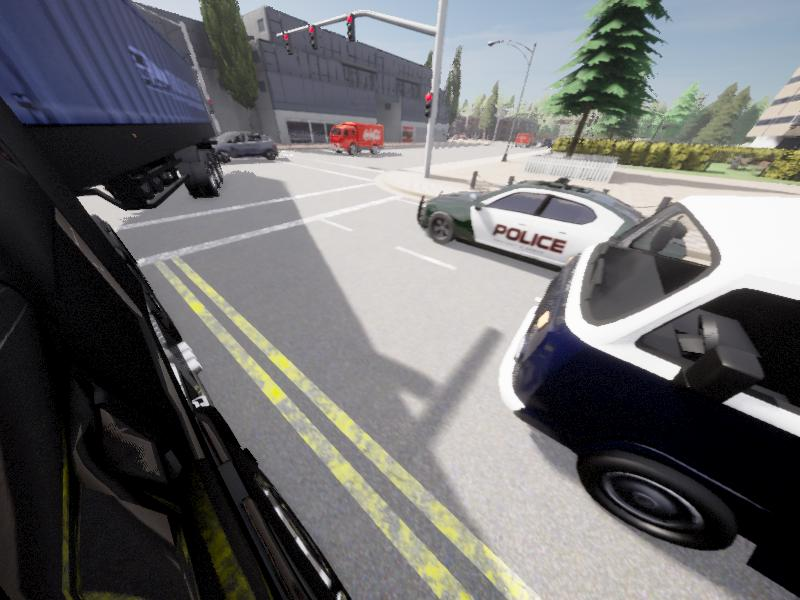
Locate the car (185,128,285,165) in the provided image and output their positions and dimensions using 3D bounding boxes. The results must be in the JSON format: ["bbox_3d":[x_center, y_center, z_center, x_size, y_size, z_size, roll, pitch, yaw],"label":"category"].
[{"bbox_3d":[-10.649,-10.208,15.314,2.242,1.667,4.611,27,42,28],"label":"car"}]

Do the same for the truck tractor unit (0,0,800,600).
[{"bbox_3d":[-2.645,-0.295,0.351,6.516,4.208,3.053,28,44,30],"label":"truck tractor unit"}]

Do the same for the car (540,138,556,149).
[{"bbox_3d":[33.061,-34.974,51.503,1.905,1.878,3.866,27,43,29],"label":"car"}]

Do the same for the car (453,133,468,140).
[{"bbox_3d":[21.520,-58.737,82.817,4.553,1.767,2.097,18,39,19],"label":"car"}]

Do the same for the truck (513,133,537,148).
[{"bbox_3d":[26.678,-33.975,49.225,2.627,2.467,5.204,27,43,29],"label":"truck"}]

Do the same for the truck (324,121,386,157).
[{"bbox_3d":[-4.088,-15.271,21.930,2.627,2.467,5.204,27,42,29],"label":"truck"}]

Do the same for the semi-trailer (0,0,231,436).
[{"bbox_3d":[-6.866,-4.424,5.451,2.717,4.402,14.254,-16,41,-22],"label":"semi-trailer"}]

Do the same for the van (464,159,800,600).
[{"bbox_3d":[3.013,0.837,1.049,4.480,2.038,2.069,27,43,29],"label":"van"}]

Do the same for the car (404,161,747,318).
[{"bbox_3d":[2.694,-1.789,4.994,4.974,1.542,2.038,27,43,29],"label":"car"}]
